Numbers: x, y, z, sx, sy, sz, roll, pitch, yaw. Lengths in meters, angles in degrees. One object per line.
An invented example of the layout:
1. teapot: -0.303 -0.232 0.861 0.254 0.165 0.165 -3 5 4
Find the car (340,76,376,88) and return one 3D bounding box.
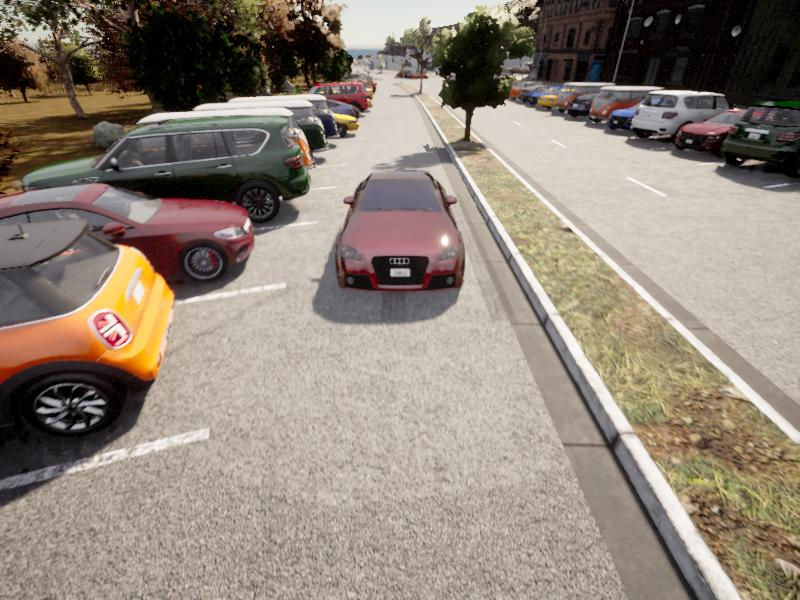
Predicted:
1. car: -6.780 -35.482 65.109 5.366 1.575 1.946 -14 33 -20

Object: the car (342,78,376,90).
1. car: -6.153 -32.504 60.099 4.674 1.452 2.002 -13 33 -20

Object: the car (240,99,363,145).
1. car: -4.668 -8.620 19.198 5.366 1.575 1.946 -11 32 -17

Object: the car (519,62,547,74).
1. car: 28.409 -49.723 85.651 2.435 2.045 5.566 -22 37 -23

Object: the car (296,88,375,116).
1. car: -4.700 -14.633 29.470 5.366 1.575 1.946 -11 32 -17

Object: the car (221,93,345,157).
1. car: -4.735 -7.297 16.499 4.442 1.987 1.878 -11 32 -17

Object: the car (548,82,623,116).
1. car: 13.230 -14.441 28.660 4.442 1.987 1.878 -10 32 -18

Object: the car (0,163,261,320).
1. car: -4.828 -1.030 6.322 4.674 1.452 2.002 -11 32 -17

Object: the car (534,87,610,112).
1. car: 13.493 -15.827 31.473 5.366 1.575 1.946 -10 32 -18

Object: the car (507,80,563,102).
1. car: 13.186 -20.475 39.158 4.553 1.767 2.185 -11 32 -19

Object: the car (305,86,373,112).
1. car: -4.888 -16.093 31.976 4.892 1.521 2.231 -11 32 -17

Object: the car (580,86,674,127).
1. car: 13.244 -11.396 23.461 4.442 1.987 1.878 -10 32 -18

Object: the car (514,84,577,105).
1. car: 13.248 -18.839 36.617 4.892 1.521 2.231 -10 32 -18

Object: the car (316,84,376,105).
1. car: -4.967 -19.090 37.096 5.008 1.535 2.097 -12 32 -17

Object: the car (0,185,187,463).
1. car: -4.795 0.328 3.673 4.553 1.767 2.185 -11 32 -17

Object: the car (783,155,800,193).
1. car: 13.328 -3.596 10.649 4.792 1.488 2.163 -10 32 -18

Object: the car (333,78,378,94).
1. car: -5.774 -28.023 52.361 5.366 1.575 1.946 -13 33 -19

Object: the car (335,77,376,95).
1. car: -5.488 -26.671 49.803 4.553 1.767 2.185 -13 32 -19

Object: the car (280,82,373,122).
1. car: -4.886 -13.302 26.710 5.566 2.045 2.435 -11 32 -17

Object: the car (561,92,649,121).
1. car: 13.371 -12.726 26.240 4.792 1.488 2.163 -10 32 -18

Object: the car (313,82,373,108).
1. car: -4.901 -17.706 34.482 4.553 1.767 2.185 -11 32 -17

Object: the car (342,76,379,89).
1. car: -6.209 -34.076 62.695 5.366 1.575 1.946 -14 32 -20

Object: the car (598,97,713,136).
1. car: 13.354 -9.702 21.018 5.008 1.535 2.097 -10 32 -18

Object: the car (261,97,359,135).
1. car: -4.873 -10.053 21.716 4.792 1.488 2.163 -11 32 -17

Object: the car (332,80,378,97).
1. car: -5.317 -25.073 47.319 5.008 1.535 2.097 -12 33 -18

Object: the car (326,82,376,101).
1. car: -5.145 -22.049 42.211 4.792 1.488 2.163 -12 32 -18

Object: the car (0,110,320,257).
1. car: -4.858 -2.777 8.731 5.566 2.045 2.435 -11 32 -17

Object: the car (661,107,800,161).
1. car: 13.356 -6.665 15.832 5.008 1.535 2.097 -10 32 -18

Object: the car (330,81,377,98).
1. car: -5.183 -23.562 44.795 4.792 1.488 2.163 -12 32 -18

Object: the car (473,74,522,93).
1. car: 12.680 -28.210 52.108 5.566 2.045 2.435 -12 33 -20

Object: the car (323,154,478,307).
1. car: 0.001 -1.547 7.284 1.994 1.385 4.181 0 30 0

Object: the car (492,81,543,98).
1. car: 13.054 -23.424 44.438 5.008 1.535 2.097 -11 32 -19

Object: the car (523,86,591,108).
1. car: 13.306 -17.314 34.013 5.008 1.535 2.097 -10 32 -18

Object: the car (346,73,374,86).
1. car: -7.035 -38.722 70.197 4.442 1.987 1.878 -14 33 -21

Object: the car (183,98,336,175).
1. car: -4.730 -5.792 13.928 4.442 1.987 1.878 -11 32 -17

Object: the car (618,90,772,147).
1. car: 13.379 -8.407 18.310 5.566 2.045 2.435 -10 32 -18

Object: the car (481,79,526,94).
1. car: 12.845 -26.474 49.644 5.008 1.535 2.097 -11 33 -20

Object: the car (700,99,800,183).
1. car: 13.381 -5.371 13.125 5.566 2.045 2.435 -10 32 -18

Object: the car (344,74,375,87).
1. car: -6.835 -37.126 67.670 4.553 1.767 2.185 -14 33 -21

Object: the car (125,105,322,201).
1. car: -4.725 -4.288 11.359 4.442 1.987 1.878 -11 32 -17

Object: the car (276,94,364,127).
1. car: -4.825 -11.571 24.307 4.792 1.488 2.163 -11 32 -17
